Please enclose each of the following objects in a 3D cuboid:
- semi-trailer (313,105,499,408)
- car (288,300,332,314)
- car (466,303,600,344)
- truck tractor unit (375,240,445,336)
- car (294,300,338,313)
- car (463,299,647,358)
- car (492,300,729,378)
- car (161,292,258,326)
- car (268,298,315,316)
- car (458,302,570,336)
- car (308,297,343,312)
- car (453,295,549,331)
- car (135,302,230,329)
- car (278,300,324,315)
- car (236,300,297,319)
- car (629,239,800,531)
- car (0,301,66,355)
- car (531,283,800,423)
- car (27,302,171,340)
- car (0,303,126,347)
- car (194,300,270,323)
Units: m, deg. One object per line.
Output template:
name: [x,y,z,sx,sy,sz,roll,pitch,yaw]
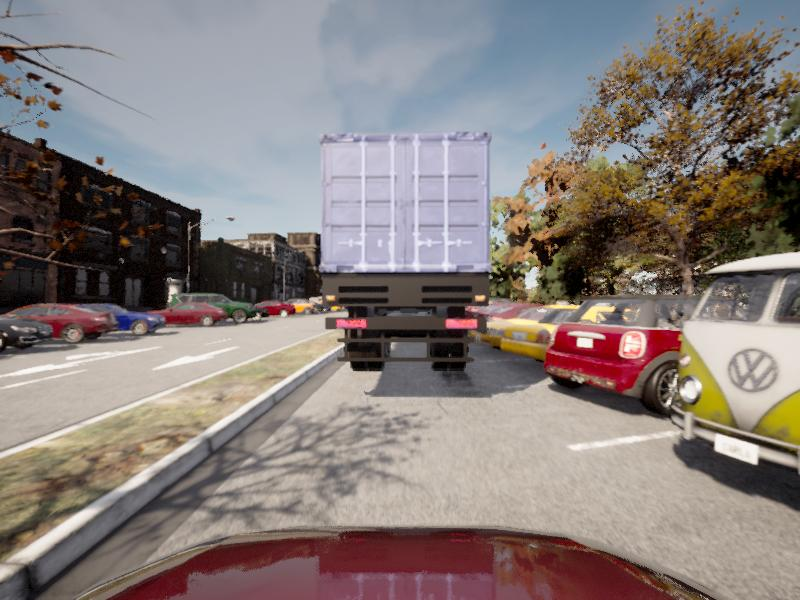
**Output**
semi-trailer: [0.308,-0.626,12.978,2.717,4.402,14.254,0,0,2]
car: [-10.778,0.815,47.868,5.008,1.535,2.097,-1,0,-14]
car: [5.165,0.856,15.685,4.674,1.452,2.002,1,0,-17]
truck tractor unit: [0.596,-0.536,20.887,3.053,4.208,6.516,0,0,3]
car: [-10.633,0.814,50.813,5.366,1.575,1.946,-1,0,-14]
car: [4.879,0.813,12.664,5.366,1.575,1.946,1,0,-18]
car: [5.132,0.819,9.824,5.366,1.575,1.946,1,0,-18]
car: [-12.531,0.568,26.810,5.566,2.045,2.435,-1,0,-17]
car: [-11.338,0.691,41.855,4.553,1.767,2.185,-1,0,-15]
car: [5.295,0.853,18.643,4.674,1.452,2.002,1,0,-17]
car: [-10.021,0.585,53.891,4.442,1.987,1.878,-1,0,-14]
car: [5.419,0.684,21.593,4.553,1.767,2.185,1,0,-17]
car: [-12.733,0.861,23.777,4.674,1.452,2.002,-1,0,-17]
car: [-11.059,0.817,44.862,4.892,1.521,2.231,-1,0,-14]
car: [-11.886,0.818,35.832,5.008,1.535,2.097,-1,0,-16]
car: [4.707,0.598,3.805,4.442,1.987,1.878,1,0,-19]
car: [-13.301,0.824,11.710,4.892,1.521,2.231,-1,0,-18]
car: [4.845,0.697,6.796,4.553,1.767,2.185,1,0,-18]
car: [-13.053,0.862,17.748,4.674,1.452,2.002,-1,0,-18]
car: [-13.176,0.862,14.726,4.674,1.452,2.002,-1,0,-18]
car: [-12.357,0.820,29.813,5.008,1.535,2.097,-1,0,-16]
